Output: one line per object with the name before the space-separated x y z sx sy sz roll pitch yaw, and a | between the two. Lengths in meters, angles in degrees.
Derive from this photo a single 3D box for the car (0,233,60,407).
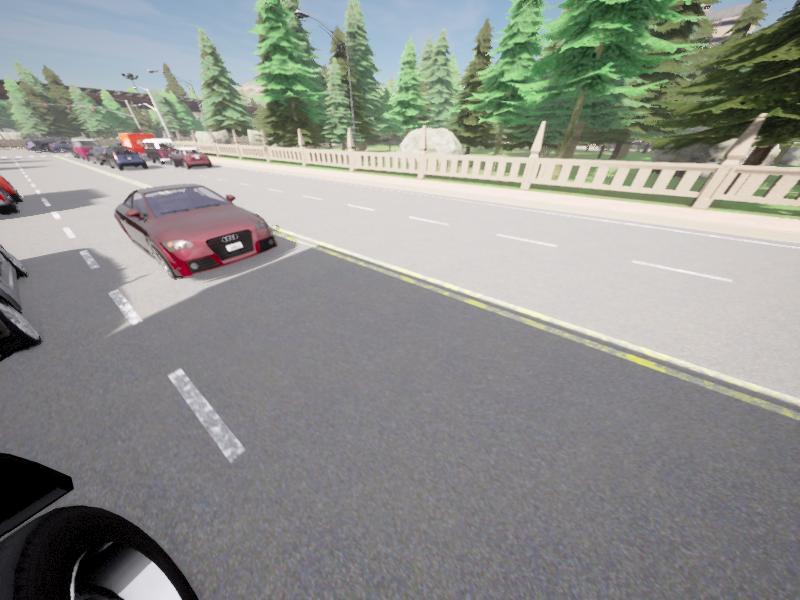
car | -6.541 -0.185 2.722 5.238 1.638 1.930 22 41 28

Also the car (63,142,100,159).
car | -38.671 -18.163 28.053 3.705 1.549 1.789 22 41 28

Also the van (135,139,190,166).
van | -23.242 -14.538 22.609 4.480 2.038 2.069 22 41 28

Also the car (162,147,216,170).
car | -18.126 -12.222 19.853 3.806 1.475 1.970 22 40 28

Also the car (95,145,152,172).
car | -22.599 -11.639 18.873 3.988 1.617 1.851 22 41 28

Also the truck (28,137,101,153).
truck | -53.919 -25.098 37.305 2.390 2.098 6.274 22 41 28

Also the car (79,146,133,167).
car | -28.134 -13.807 22.091 5.357 1.411 2.033 22 41 28

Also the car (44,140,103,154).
car | -50.814 -23.930 36.086 2.152 1.651 5.027 22 41 28

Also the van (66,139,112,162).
van | -33.951 -16.417 25.237 4.442 1.987 1.775 22 41 28

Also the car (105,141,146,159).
car | -35.069 -19.185 29.472 4.856 1.649 2.033 22 41 28

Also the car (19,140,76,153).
car | -57.729 -25.309 37.983 2.033 1.649 4.856 22 41 28

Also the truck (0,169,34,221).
truck | -15.177 -4.036 7.403 5.204 2.467 2.627 21 40 28

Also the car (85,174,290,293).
car | -4.846 -1.850 5.319 4.181 1.385 1.994 22 41 28

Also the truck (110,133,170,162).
truck | -28.922 -17.029 25.729 5.204 2.467 2.627 22 41 28
